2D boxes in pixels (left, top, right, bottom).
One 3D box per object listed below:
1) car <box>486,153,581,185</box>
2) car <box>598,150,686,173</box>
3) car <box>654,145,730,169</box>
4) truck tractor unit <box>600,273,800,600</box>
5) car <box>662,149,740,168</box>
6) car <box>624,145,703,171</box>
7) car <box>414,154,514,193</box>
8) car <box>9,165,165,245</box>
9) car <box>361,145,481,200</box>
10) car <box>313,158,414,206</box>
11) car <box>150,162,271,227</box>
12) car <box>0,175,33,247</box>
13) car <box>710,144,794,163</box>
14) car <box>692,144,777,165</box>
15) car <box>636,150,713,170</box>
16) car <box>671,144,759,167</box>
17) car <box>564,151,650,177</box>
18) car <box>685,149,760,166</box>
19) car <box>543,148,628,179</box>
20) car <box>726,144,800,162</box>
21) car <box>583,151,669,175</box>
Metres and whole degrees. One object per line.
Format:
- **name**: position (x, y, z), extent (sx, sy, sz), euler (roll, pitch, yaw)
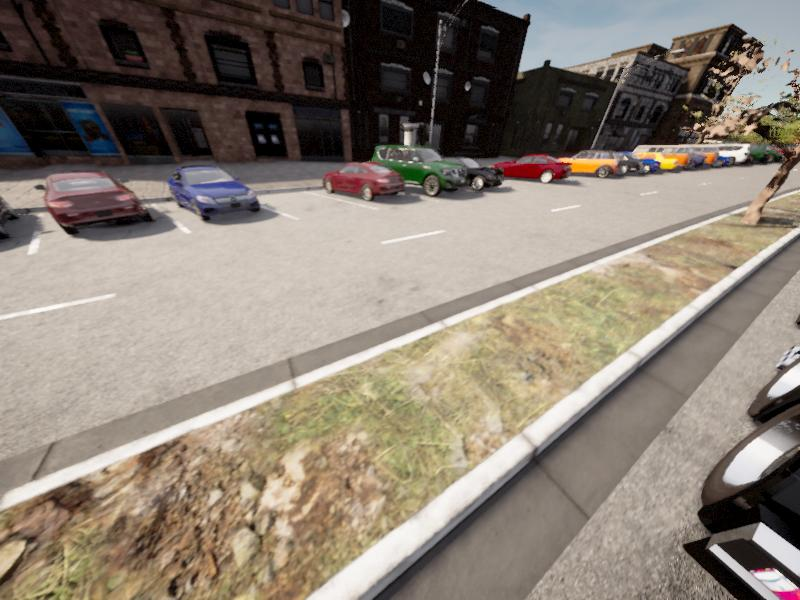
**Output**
- **car**: position (8.827, -9.033, 15.725), extent (5.008, 1.535, 2.097), euler (27, 43, 34)
- **car**: position (22.166, -12.926, 21.460), extent (5.366, 1.575, 1.946), euler (28, 43, 35)
- **car**: position (30.517, -15.219, 24.443), extent (4.442, 1.987, 1.878), euler (28, 43, 35)
- **truck tractor unit**: position (5.129, -0.281, 0.759), extent (6.516, 4.208, 3.053), euler (-18, 39, -23)
- **car**: position (33.137, -15.813, 25.720), extent (5.008, 1.535, 2.097), euler (29, 43, 35)
- **car**: position (25.098, -13.741, 22.264), extent (4.442, 1.987, 1.878), euler (28, 43, 35)
- **car**: position (3.485, -7.452, 13.397), extent (5.008, 1.535, 2.097), euler (26, 42, 33)
- **car**: position (-9.714, -3.285, 7.337), extent (4.674, 1.452, 2.002), euler (25, 42, 32)
- **car**: position (0.853, -6.841, 12.050), extent (5.566, 2.045, 2.435), euler (26, 42, 33)
- **car**: position (-1.822, -5.789, 11.020), extent (4.674, 1.452, 2.002), euler (26, 42, 33)
- **car**: position (-7.092, -4.133, 8.584), extent (4.674, 1.452, 2.002), euler (25, 41, 32)
- **car**: position (-12.331, -2.471, 6.072), extent (4.892, 1.521, 2.231), euler (25, 41, 32)
- **car**: position (46.689, -19.684, 30.977), extent (5.566, 2.045, 2.435), euler (29, 43, 35)
- **car**: position (41.229, -18.232, 28.837), extent (5.566, 2.045, 2.435), euler (28, 44, 35)
- **car**: position (27.696, -14.324, 23.578), extent (4.792, 1.488, 2.163), euler (28, 43, 35)
- **car**: position (35.820, -16.763, 26.673), extent (5.566, 2.045, 2.435), euler (28, 44, 35)
- **car**: position (16.905, -11.343, 19.133), extent (4.892, 1.521, 2.231), euler (28, 43, 35)
- **car**: position (38.547, -17.282, 27.886), extent (5.008, 1.535, 2.097), euler (29, 43, 35)
- **car**: position (14.214, -10.679, 17.928), extent (4.553, 1.767, 2.185), euler (27, 43, 34)
- **car**: position (52.105, -21.152, 33.141), extent (5.566, 2.045, 2.435), euler (29, 43, 35)
- **car**: position (19.597, -12.111, 20.263), extent (5.008, 1.535, 2.097), euler (28, 43, 35)
